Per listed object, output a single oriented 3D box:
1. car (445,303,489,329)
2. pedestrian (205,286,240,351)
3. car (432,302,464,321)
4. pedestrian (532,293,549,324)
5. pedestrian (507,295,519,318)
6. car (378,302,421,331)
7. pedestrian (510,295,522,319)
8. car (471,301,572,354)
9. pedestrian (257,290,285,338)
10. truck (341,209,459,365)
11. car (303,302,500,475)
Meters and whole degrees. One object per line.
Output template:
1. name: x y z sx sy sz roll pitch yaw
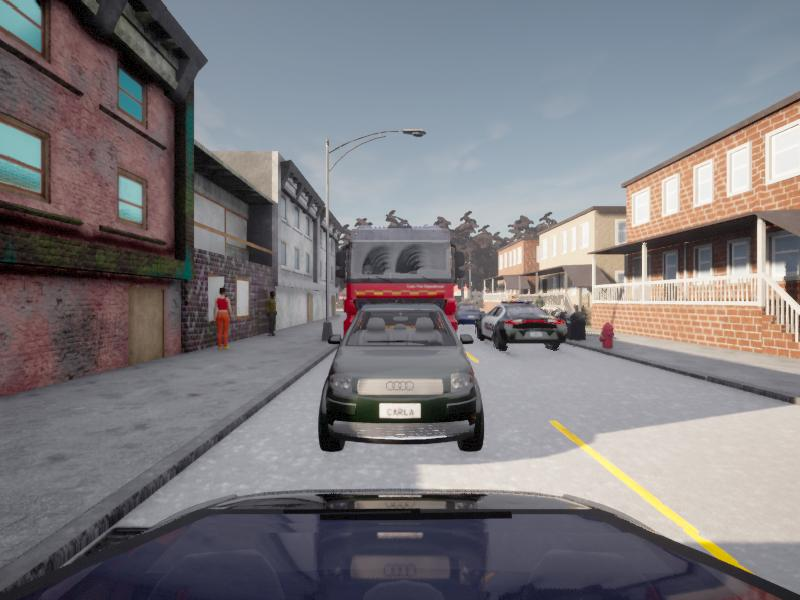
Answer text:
1. car: 3.975 0.906 24.330 1.994 1.385 4.181 0 0 0
2. pedestrian: -5.236 0.533 11.834 0.751 1.860 0.751 0 0 -7
3. car: 3.958 0.895 33.682 2.033 1.411 5.357 0 0 0
4. pedestrian: 8.618 0.533 24.520 0.751 1.860 0.751 0 0 -1
5. pedestrian: 9.221 0.533 32.718 0.751 1.860 0.751 0 0 0
6. car: -0.021 0.851 22.747 2.163 1.488 4.792 0 0 0
7. pedestrian: 9.277 0.533 31.920 0.751 1.860 0.751 0 0 -1
8. car: 3.997 0.823 14.186 2.038 1.542 4.974 0 0 0
9. pedestrian: -5.173 0.533 16.092 0.751 1.860 0.751 0 0 24
10. truck: -0.010 -0.321 14.022 2.891 3.827 8.468 0 0 0
11. car: 0.007 0.815 5.489 1.789 1.549 3.705 0 0 0
